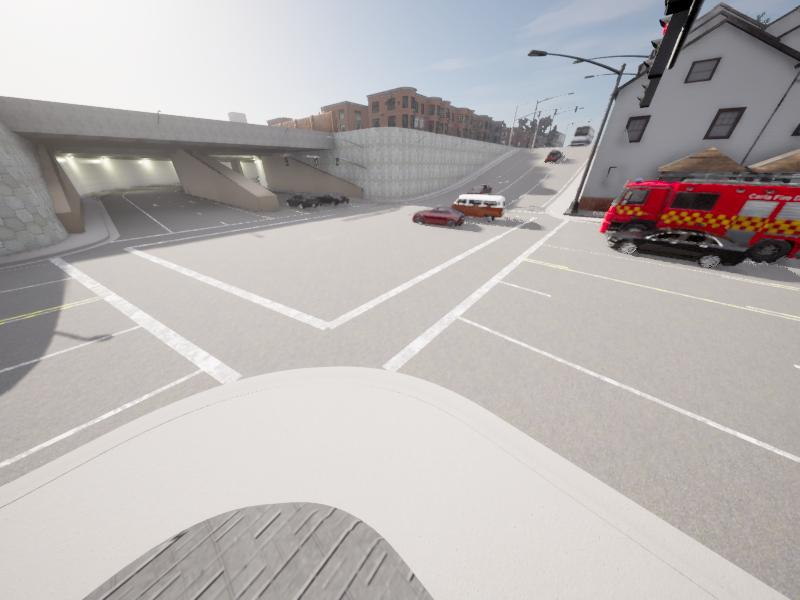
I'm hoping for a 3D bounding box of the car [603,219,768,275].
[{"bbox_3d":[13.929,-2.924,11.884,4.892,1.490,1.837,24,38,35],"label":"car"}]

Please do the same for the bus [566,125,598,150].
[{"bbox_3d":[45.069,-39.813,57.016,3.944,4.253,10.273,23,37,34],"label":"bus"}]

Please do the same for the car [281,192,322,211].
[{"bbox_3d":[-11.303,-11.350,26.475,4.892,1.490,1.837,22,37,33],"label":"car"}]

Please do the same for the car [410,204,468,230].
[{"bbox_3d":[3.151,-6.863,18.835,4.181,1.385,1.994,14,33,23],"label":"car"}]

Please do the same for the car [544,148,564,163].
[{"bbox_3d":[27.843,-26.131,41.757,1.851,1.617,3.988,24,51,34],"label":"car"}]

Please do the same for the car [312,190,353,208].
[{"bbox_3d":[-8.232,-12.365,28.215,4.902,1.511,2.128,22,37,33],"label":"car"}]

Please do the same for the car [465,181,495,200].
[{"bbox_3d":[11.124,-15.225,32.043,1.812,1.442,4.674,25,45,36],"label":"car"}]

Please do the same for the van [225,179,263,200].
[{"bbox_3d":[-24.034,-17.069,35.447,6.366,2.431,2.351,23,37,34],"label":"van"}]

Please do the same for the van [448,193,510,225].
[{"bbox_3d":[6.889,-8.092,20.338,4.480,2.038,2.069,18,33,26],"label":"van"}]

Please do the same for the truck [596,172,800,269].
[{"bbox_3d":[17.138,-4.855,12.896,8.468,3.827,2.891,24,38,35],"label":"truck"}]
